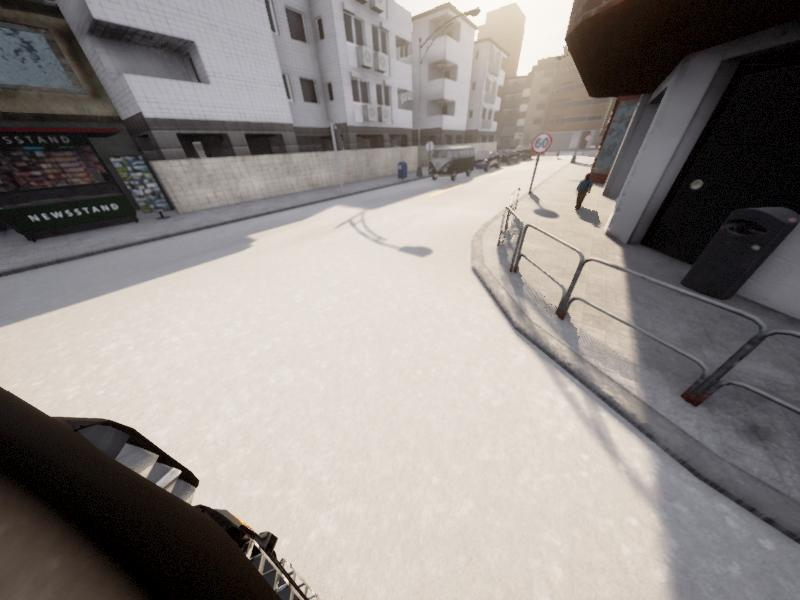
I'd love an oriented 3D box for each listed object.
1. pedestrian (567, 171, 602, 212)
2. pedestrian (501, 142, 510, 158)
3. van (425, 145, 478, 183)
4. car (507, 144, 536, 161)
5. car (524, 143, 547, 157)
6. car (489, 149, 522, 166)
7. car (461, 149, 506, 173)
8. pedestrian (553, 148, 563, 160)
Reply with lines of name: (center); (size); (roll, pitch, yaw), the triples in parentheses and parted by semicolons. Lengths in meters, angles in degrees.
pedestrian: (5.913, -3.488, 7.444); (0.500, 1.100, 0.500); (24, 42, 34)
pedestrian: (14.438, -20.505, 31.604); (0.751, 1.860, 0.751); (6, 35, 13)
van: (3.670, -9.689, 16.316); (1.775, 1.987, 4.442); (20, 40, 30)
car: (15.741, -19.128, 29.896); (2.033, 1.649, 4.856); (21, 40, 31)
car: (21.001, -23.229, 35.736); (1.882, 1.535, 5.008); (21, 41, 31)
car: (11.685, -15.771, 25.463); (1.895, 1.301, 4.718); (21, 40, 31)
car: (7.597, -12.599, 20.844); (2.163, 1.488, 4.792); (20, 40, 30)
pedestrian: (18.940, -17.485, 27.648); (0.500, 1.100, 0.500); (-4, 34, -3)
